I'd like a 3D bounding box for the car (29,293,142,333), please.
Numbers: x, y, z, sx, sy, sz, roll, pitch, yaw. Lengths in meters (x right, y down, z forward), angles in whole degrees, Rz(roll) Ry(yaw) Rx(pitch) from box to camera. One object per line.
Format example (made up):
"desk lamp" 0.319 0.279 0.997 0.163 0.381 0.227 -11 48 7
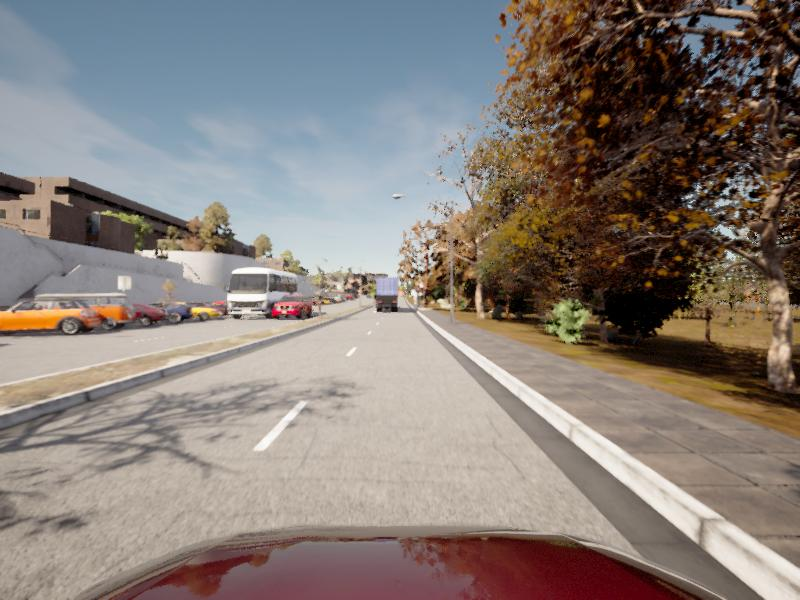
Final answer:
"car" -16.775 0.640 21.619 4.442 1.987 1.878 -1 0 -20

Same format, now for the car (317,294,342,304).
"car" -16.874 -0.260 96.373 5.566 2.045 2.435 -1 1 -20

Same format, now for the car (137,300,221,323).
"car" -16.704 0.830 30.593 5.366 1.575 1.946 -1 0 -20

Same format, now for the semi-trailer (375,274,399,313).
"semi-trailer" -1.788 -0.849 52.808 2.717 4.402 14.254 0 1 -3

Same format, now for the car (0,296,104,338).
"car" -16.854 0.741 18.592 4.553 1.767 2.185 -1 0 -20

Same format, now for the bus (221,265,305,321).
"bus" -11.682 -0.571 35.599 3.944 4.253 10.273 0 1 0

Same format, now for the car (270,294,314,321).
"car" -8.792 0.553 33.171 2.150 2.045 5.566 0 0 0

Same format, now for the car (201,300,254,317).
"car" -16.868 0.803 39.478 4.674 1.452 2.002 -1 1 -20

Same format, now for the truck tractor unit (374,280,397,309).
"truck tractor unit" -2.259 -0.848 60.706 3.053 4.208 6.516 0 1 -6

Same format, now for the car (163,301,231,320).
"car" -16.847 0.846 33.521 4.792 1.488 2.163 -1 0 -20

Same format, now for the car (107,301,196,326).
"car" -16.903 0.883 27.524 4.792 1.488 2.163 -1 0 -20

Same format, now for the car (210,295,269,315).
"car" -16.900 0.481 42.446 5.566 2.045 2.435 -1 1 -20

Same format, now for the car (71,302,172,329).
"car" -16.873 0.900 24.552 4.674 1.452 2.002 -1 0 -20
